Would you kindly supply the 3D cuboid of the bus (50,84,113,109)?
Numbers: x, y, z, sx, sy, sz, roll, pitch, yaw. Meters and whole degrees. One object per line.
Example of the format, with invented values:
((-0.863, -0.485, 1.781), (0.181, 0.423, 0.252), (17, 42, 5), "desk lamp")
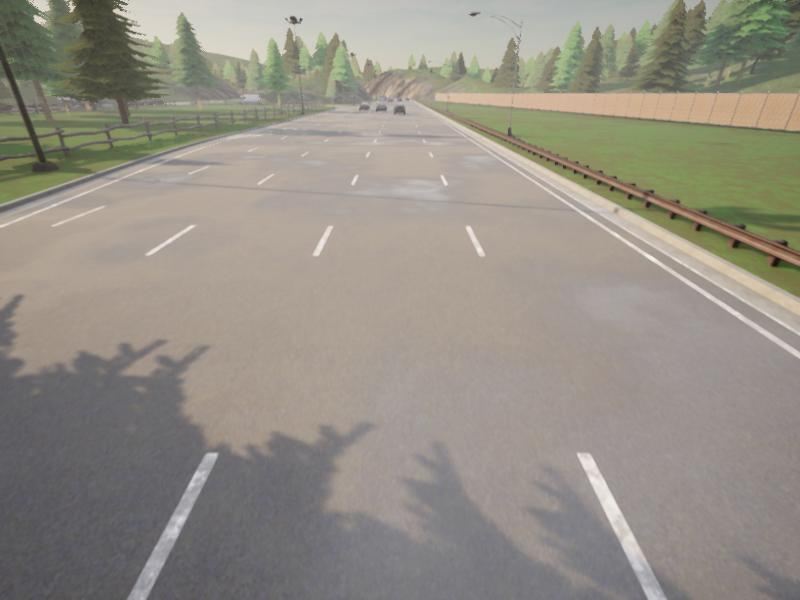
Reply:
((-64.337, -41.338, 81.256), (3.944, 4.253, 10.273), (0, 27, 0), "bus")

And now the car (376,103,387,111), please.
((-3.535, -37.379, 77.430), (1.994, 1.385, 4.181), (0, 27, 0), "car")

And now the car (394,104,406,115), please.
((-0.031, -31.653, 66.259), (1.837, 1.490, 4.892), (0, 27, 0), "car")

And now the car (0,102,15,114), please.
((-61.038, -28.802, 60.019), (1.837, 1.490, 4.892), (0, 27, 0), "car")
